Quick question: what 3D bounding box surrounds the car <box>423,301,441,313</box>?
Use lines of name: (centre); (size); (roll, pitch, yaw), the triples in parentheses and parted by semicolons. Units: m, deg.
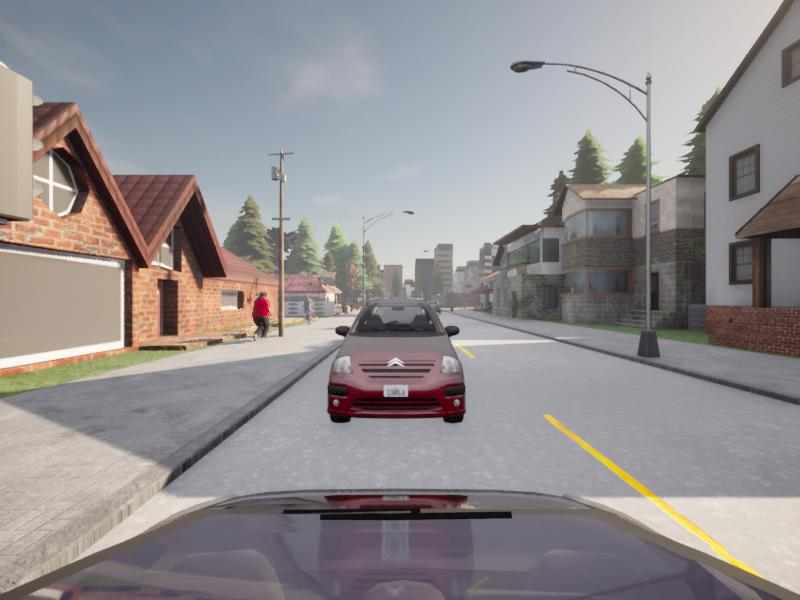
car: (3.984, 0.853, 50.299); (1.970, 1.475, 3.806); (0, 0, 0)

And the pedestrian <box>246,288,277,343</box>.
pedestrian: (-4.912, 0.533, 14.216); (0.751, 1.860, 0.751); (0, 0, 18)

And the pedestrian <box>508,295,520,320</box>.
pedestrian: (8.399, 0.533, 29.503); (0.751, 1.860, 0.751); (0, 0, 3)

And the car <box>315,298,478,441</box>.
car: (-0.037, 0.788, 6.528); (1.851, 1.617, 3.988); (0, 0, 0)

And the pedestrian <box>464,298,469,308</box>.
pedestrian: (11.814, 0.534, 71.172); (0.751, 1.860, 0.751); (0, 0, -1)

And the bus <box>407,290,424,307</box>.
bus: (3.885, -0.319, 102.546); (3.944, 4.253, 10.273); (0, 0, 0)

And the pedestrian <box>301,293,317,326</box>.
pedestrian: (-5.153, 0.533, 22.612); (0.751, 1.860, 0.751); (0, 0, 0)

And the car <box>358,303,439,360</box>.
car: (-0.034, 0.851, 13.091); (2.163, 1.488, 4.792); (0, 0, 0)

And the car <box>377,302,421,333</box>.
car: (-0.030, 0.851, 21.988); (2.163, 1.488, 4.792); (0, 0, 0)
